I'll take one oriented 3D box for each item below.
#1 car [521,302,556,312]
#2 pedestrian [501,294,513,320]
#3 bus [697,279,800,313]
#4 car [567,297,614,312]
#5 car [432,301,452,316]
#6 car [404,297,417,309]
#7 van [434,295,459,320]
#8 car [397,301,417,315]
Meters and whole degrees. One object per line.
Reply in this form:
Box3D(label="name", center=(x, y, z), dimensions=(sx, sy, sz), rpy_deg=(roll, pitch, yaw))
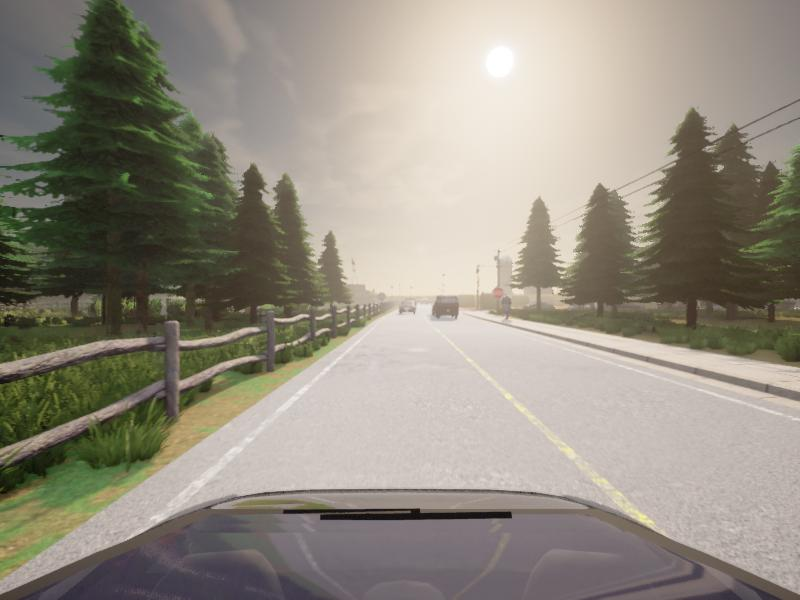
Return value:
Box3D(label="car", center=(19.236, 0.932, 55.572), dimensions=(4.181, 1.385, 1.994), rpy_deg=(0, 0, -1))
Box3D(label="pedestrian", center=(7.624, 0.477, 28.499), dimensions=(0.751, 1.860, 0.751), rpy_deg=(0, 0, 21))
Box3D(label="bus", center=(45.463, -0.509, 52.409), dimensions=(10.273, 4.253, 3.944), rpy_deg=(0, 0, 0))
Box3D(label="car", center=(26.456, 0.593, 55.626), dimensions=(5.566, 2.045, 2.150), rpy_deg=(0, 0, 0))
Box3D(label="car", center=(4.231, 0.834, 40.922), dimensions=(1.837, 1.490, 4.892), rpy_deg=(0, 0, 4))
Box3D(label="car", center=(1.833, 0.556, 69.490), dimensions=(2.150, 2.045, 5.566), rpy_deg=(0, 0, 2))
Box3D(label="van", center=(3.992, 0.589, 34.701), dimensions=(1.775, 1.987, 4.442), rpy_deg=(0, 0, 2))
Box3D(label="car", center=(0.830, 0.827, 44.443), dimensions=(2.128, 1.511, 4.902), rpy_deg=(0, 0, 2))
